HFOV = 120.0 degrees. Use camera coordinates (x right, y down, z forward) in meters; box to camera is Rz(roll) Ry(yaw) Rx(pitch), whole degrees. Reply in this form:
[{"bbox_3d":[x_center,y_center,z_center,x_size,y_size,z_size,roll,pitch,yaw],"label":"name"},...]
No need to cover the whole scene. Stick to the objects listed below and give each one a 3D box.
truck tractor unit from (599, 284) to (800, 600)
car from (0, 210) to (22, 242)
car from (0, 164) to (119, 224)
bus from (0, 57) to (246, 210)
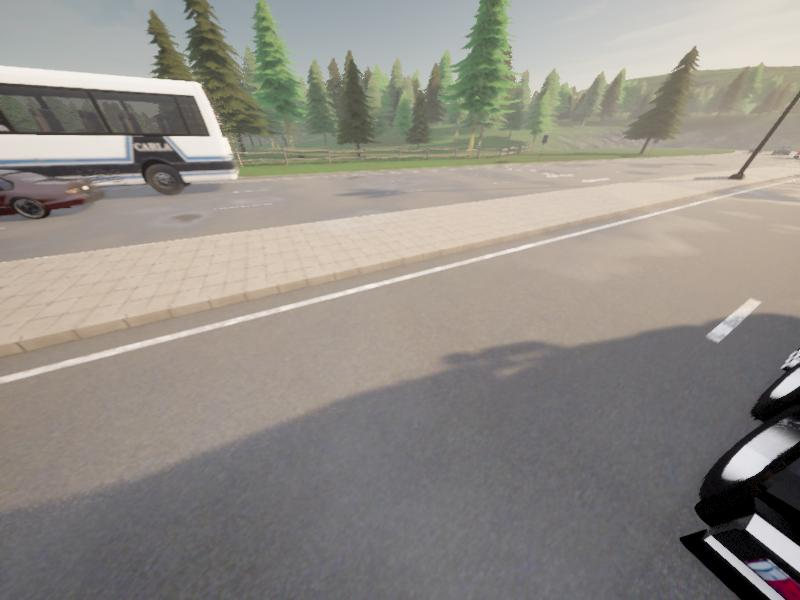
[{"bbox_3d":[5.150,-0.258,0.732,6.516,4.208,3.053,-17,39,-23],"label":"truck tractor unit"},{"bbox_3d":[-12.469,-1.406,4.528,4.892,1.490,1.837,-16,38,-23],"label":"car"},{"bbox_3d":[-13.490,-3.332,7.353,5.357,1.411,2.033,-16,38,-23],"label":"car"},{"bbox_3d":[-13.208,-6.768,9.775,10.273,4.253,3.944,-16,38,-23],"label":"bus"}]
